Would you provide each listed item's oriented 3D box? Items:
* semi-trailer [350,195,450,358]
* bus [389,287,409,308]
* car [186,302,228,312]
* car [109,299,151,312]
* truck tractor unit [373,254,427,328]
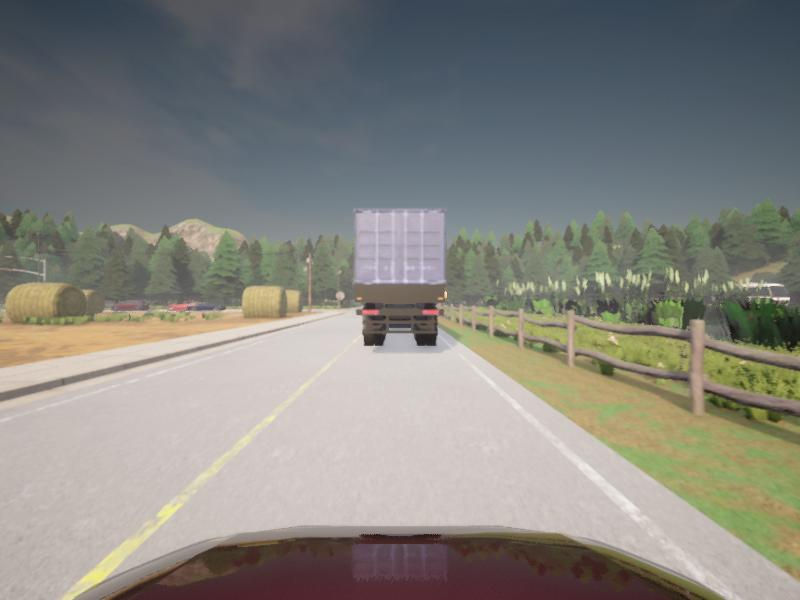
[{"bbox_3d":[0.003,-0.619,17.963,2.717,4.402,14.254,0,0,0],"label":"semi-trailer"},{"bbox_3d":[-0.338,-0.526,85.576,3.944,4.253,10.273,0,0,-1],"label":"bus"},{"bbox_3d":[-25.915,0.979,53.835,4.718,1.301,1.895,0,0,-3],"label":"car"},{"bbox_3d":[-38.238,0.730,56.740,4.553,1.767,2.097,0,0,-3],"label":"car"},{"bbox_3d":[-0.001,-0.498,25.882,3.053,4.208,6.516,0,0,0],"label":"truck tractor unit"}]
